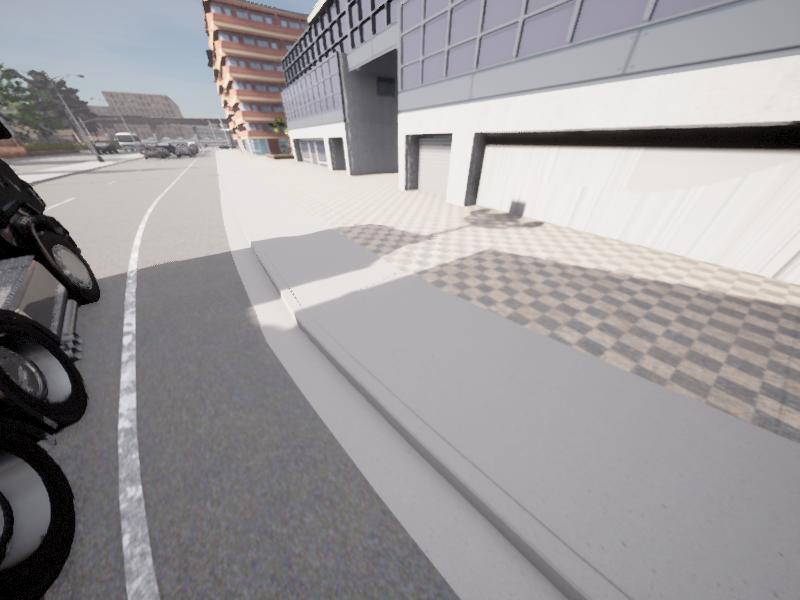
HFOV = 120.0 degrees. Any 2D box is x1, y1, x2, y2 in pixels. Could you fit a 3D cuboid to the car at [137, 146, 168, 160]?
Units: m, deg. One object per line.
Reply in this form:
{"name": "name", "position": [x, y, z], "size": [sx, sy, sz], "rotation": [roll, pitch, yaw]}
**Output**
{"name": "car", "position": [-38.379, -22.959, 35.991], "size": [2.242, 1.667, 4.611], "rotation": [-21, 40, -27]}

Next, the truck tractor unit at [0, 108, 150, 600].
{"name": "truck tractor unit", "position": [-4.824, -0.518, 1.094], "size": [6.516, 4.208, 3.053], "rotation": [29, 44, 35]}

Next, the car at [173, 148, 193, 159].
{"name": "car", "position": [-36.427, -24.736, 38.883], "size": [1.895, 1.301, 4.718], "rotation": [-21, 40, -27]}

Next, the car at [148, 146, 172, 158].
{"name": "car", "position": [-42.146, -26.115, 40.701], "size": [2.038, 1.542, 4.974], "rotation": [-21, 40, -27]}

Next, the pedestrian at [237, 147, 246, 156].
{"name": "pedestrian", "position": [-26.302, -24.639, 38.342], "size": [0.751, 1.300, 0.751], "rotation": [-9, 36, -13]}

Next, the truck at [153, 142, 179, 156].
{"name": "truck", "position": [-46.989, -30.480, 46.544], "size": [2.390, 2.098, 6.274], "rotation": [-21, 40, -27]}

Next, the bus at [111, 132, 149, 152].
{"name": "bus", "position": [-77.016, -45.297, 66.242], "size": [3.944, 4.253, 10.273], "rotation": [-21, 40, -27]}

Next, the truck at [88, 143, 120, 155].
{"name": "truck", "position": [-63.039, -32.362, 49.347], "size": [2.390, 2.098, 6.274], "rotation": [-21, 40, -27]}
